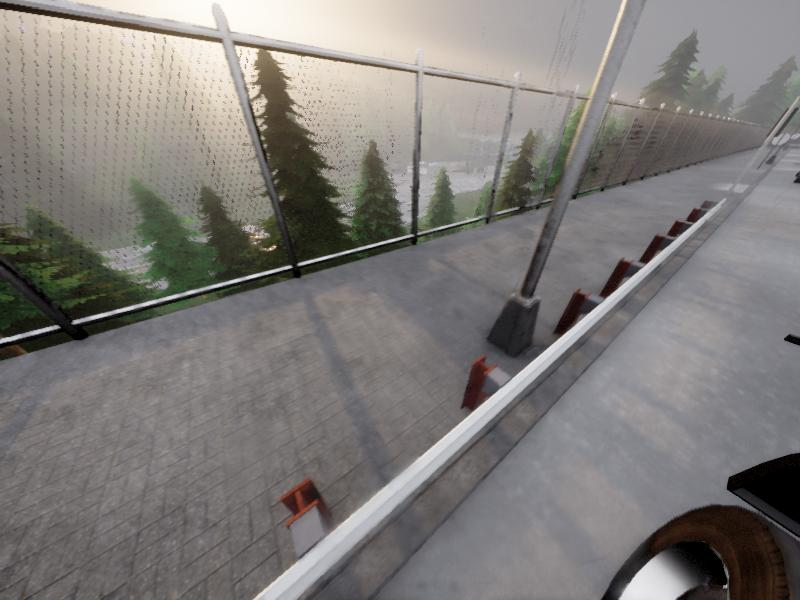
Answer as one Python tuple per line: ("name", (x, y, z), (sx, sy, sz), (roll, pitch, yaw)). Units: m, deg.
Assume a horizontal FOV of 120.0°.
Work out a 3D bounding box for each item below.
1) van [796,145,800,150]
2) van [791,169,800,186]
("van", (73.329, -27.383, 39.748), (5.915, 2.561, 1.988), (-5, 34, -6))
("van", (24.264, -7.821, 12.534), (5.915, 2.561, 1.988), (-22, 41, -28))
